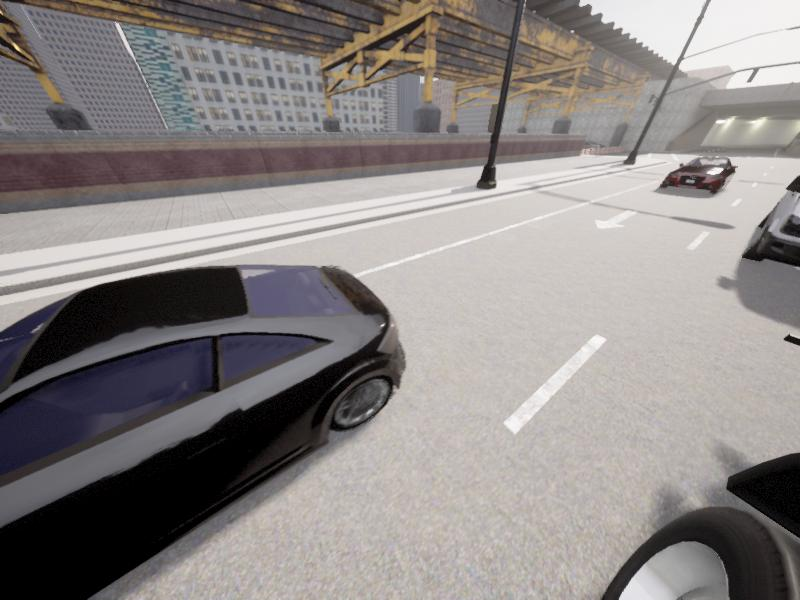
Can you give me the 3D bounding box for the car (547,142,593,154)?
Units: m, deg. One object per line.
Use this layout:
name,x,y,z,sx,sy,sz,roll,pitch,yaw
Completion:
car,25.791,-23.209,35.240,4.974,1.542,2.038,5,36,7

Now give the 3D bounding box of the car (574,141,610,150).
car,33.445,-27.038,40.344,4.536,1.218,1.853,-4,35,-5

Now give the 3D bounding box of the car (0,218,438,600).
car,-1.997,0.655,1.803,4.181,1.385,1.994,-22,41,-28

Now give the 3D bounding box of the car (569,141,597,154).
car,29.557,-24.751,37.401,2.038,1.542,4.974,11,37,15

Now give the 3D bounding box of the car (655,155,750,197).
car,15.183,-6.346,11.615,4.181,1.385,1.994,-22,41,-28

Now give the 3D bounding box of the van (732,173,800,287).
van,9.947,-2.230,4.794,5.915,2.561,1.988,-23,41,-27

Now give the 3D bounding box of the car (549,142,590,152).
car,25.739,-23.341,35.155,4.536,1.218,1.853,5,36,7

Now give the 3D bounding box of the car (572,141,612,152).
car,33.497,-26.913,40.440,4.974,1.542,2.038,-4,35,-5
